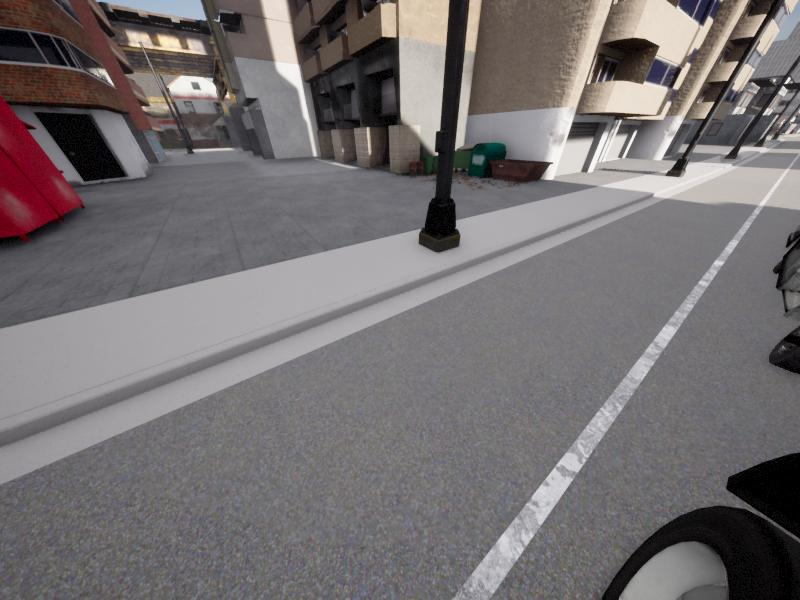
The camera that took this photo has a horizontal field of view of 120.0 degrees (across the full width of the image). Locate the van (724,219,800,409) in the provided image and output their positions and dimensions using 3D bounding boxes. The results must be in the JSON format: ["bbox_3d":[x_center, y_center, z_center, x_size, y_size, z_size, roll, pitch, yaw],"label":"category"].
[{"bbox_3d":[7.038,-0.622,2.652,6.366,2.431,2.351,-22,40,-27],"label":"van"}]

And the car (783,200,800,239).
[{"bbox_3d":[13.144,-2.683,6.322,4.902,1.511,2.128,-22,40,-27],"label":"car"}]
